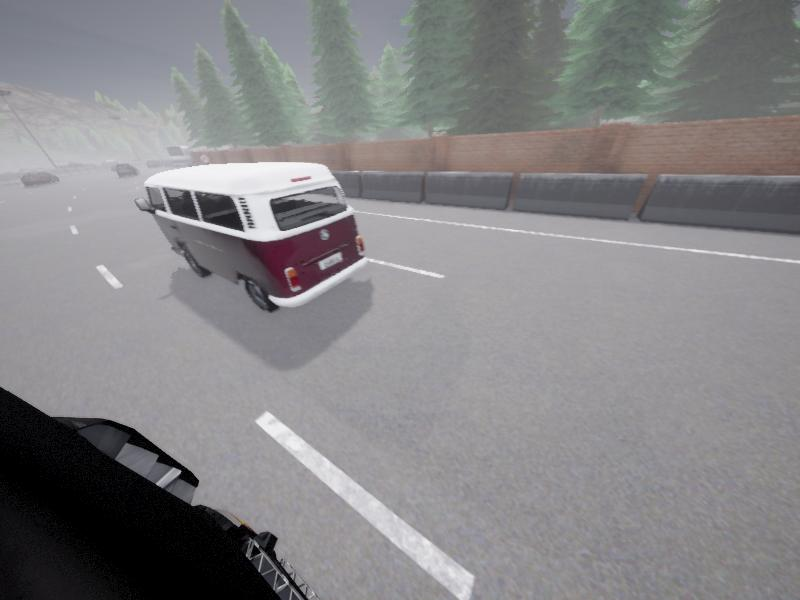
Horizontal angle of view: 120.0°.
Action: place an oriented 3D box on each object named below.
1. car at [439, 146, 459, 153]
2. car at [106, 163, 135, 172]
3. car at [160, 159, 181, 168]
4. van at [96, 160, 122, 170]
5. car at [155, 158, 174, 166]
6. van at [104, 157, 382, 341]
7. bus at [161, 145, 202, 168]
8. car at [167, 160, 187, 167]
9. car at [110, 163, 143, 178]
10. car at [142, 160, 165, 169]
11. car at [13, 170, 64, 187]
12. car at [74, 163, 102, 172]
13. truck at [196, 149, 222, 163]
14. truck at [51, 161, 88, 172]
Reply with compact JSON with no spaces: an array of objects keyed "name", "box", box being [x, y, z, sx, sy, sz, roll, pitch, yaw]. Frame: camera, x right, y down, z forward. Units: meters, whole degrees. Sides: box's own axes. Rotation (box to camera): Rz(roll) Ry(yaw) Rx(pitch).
[{"name":"car","box":[12.188,-37.641,57.753,1.812,1.442,4.674,-26,40,-30]},{"name":"car","box":[-60.506,-28.808,50.117,2.033,1.411,5.357,-17,36,-20]},{"name":"car","box":[-57.211,-34.212,57.720,2.152,1.651,5.027,-16,36,-19]},{"name":"van","box":[-78.097,-36.381,62.134,2.069,2.038,4.480,-14,35,-15]},{"name":"car","box":[-69.850,-41.086,68.679,1.932,1.855,4.605,-13,35,-13]},{"name":"van","box":[-2.853,-1.403,4.385,4.480,2.038,2.069,19,40,28]},{"name":"bus","box":[-53.643,-35.561,57.112,3.944,4.253,10.273,-17,37,-20]},{"name":"car","box":[-59.251,-36.482,61.550,1.895,1.301,4.718,-12,35,-13]},{"name":"car","box":[-40.464,-19.328,34.275,2.033,1.649,4.856,-25,39,-29]},{"name":"car","box":[-60.443,-33.438,56.801,2.033,1.649,4.856,-16,36,-19]},{"name":"car","box":[-43.037,-14.583,27.630,1.994,1.385,4.181,-26,40,-30]},{"name":"car","box":[-80.650,-34.371,59.789,2.038,1.542,4.974,-14,35,-16]},{"name":"truck","box":[-67.094,-50.932,81.398,2.891,3.827,8.468,-9,34,-9]},{"name":"truck","box":[-89.349,-36.182,62.626,2.390,2.098,6.274,-13,35,-14]}]
